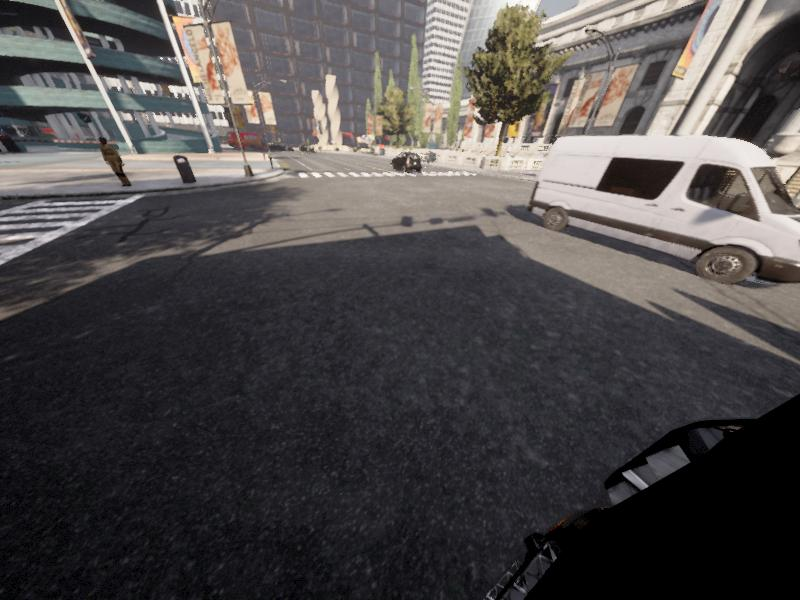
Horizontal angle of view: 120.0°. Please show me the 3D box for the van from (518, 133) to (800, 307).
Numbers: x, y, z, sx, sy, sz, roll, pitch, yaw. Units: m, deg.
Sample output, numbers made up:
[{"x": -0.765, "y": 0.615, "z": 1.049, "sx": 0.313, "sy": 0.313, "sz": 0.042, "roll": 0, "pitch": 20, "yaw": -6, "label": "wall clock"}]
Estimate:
[{"x": 6.587, "y": -2.663, "z": 5.982, "sx": 1.988, "sy": 2.561, "sz": 5.915, "roll": -14, "pitch": 37, "yaw": -23, "label": "van"}]

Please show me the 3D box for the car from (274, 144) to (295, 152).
[{"x": -27.229, "y": -35.765, "z": 54.361, "sx": 4.181, "sy": 1.385, "sz": 1.994, "roll": 18, "pitch": 37, "yaw": 22, "label": "car"}]

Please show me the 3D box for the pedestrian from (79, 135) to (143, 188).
[{"x": -12.215, "y": -5.871, "z": 9.873, "sx": 0.751, "sy": 1.860, "sz": 0.751, "roll": -5, "pitch": 34, "yaw": -11, "label": "pedestrian"}]

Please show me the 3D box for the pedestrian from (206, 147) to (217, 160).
[{"x": -20.062, "y": -15.563, "z": 24.551, "sx": 0.500, "sy": 1.100, "sz": 0.500, "roll": -10, "pitch": 36, "yaw": -18, "label": "pedestrian"}]

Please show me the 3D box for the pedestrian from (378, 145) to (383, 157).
[{"x": -3.884, "y": -30.100, "z": 46.638, "sx": 0.751, "sy": 1.860, "sz": 0.751, "roll": -14, "pitch": 37, "yaw": -22, "label": "pedestrian"}]

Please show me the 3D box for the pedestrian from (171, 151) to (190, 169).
[{"x": -15.854, "y": -10.138, "z": 16.705, "sx": 0.500, "sy": 1.100, "sz": 0.500, "roll": -4, "pitch": 34, "yaw": -9, "label": "pedestrian"}]

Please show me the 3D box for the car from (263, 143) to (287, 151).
[{"x": -31.919, "y": -39.169, "z": 59.103, "sx": 4.902, "sy": 1.511, "sz": 2.128, "roll": 11, "pitch": 35, "yaw": 13, "label": "car"}]

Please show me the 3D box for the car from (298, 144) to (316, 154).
[{"x": -20.321, "y": -32.840, "z": 50.283, "sx": 3.705, "sy": 1.549, "sz": 1.789, "roll": 27, "pitch": 41, "yaw": 32, "label": "car"}]

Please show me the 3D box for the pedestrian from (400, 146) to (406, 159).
[{"x": 0.604, "y": -26.860, "z": 42.079, "sx": 0.751, "sy": 1.860, "sz": 0.751, "roll": -10, "pitch": 36, "yaw": -17, "label": "pedestrian"}]

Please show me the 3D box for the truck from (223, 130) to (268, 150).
[{"x": -37.711, "y": -39.230, "z": 56.675, "sx": 8.468, "sy": 3.827, "sz": 2.891, "roll": 7, "pitch": 34, "yaw": 7, "label": "truck"}]

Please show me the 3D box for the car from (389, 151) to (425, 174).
[{"x": 0.572, "y": -13.640, "z": 22.853, "sx": 1.851, "sy": 1.617, "sz": 3.988, "roll": -14, "pitch": 37, "yaw": -23, "label": "car"}]
